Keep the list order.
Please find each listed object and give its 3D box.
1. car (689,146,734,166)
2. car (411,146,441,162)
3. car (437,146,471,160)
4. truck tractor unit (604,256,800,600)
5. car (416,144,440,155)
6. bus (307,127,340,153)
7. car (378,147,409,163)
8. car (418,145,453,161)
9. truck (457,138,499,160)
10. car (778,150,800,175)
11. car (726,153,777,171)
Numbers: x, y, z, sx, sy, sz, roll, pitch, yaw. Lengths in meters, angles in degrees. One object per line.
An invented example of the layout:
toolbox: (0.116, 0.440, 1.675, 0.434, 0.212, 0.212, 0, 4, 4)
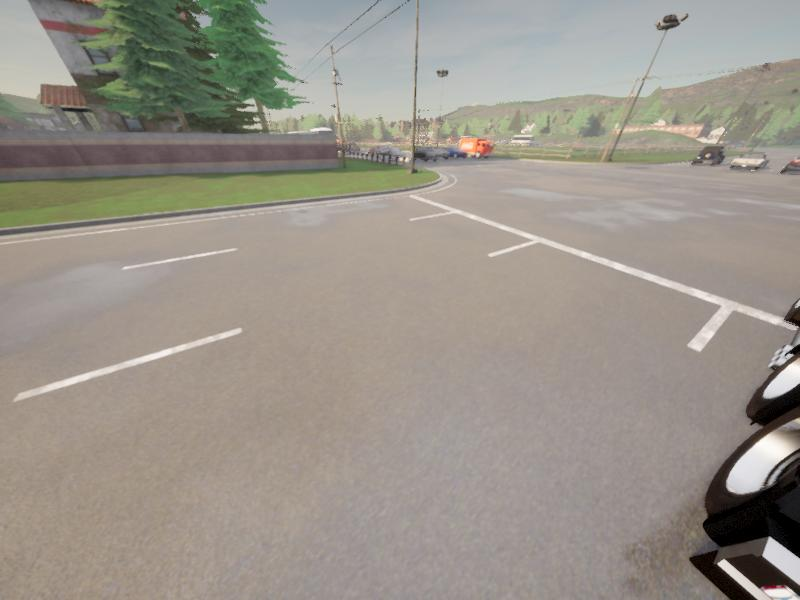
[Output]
car: (36.337, -16.875, 26.963, 3.866, 1.878, 1.905, -19, 39, -25)
car: (3.220, -18.623, 29.489, 1.789, 1.549, 3.705, -19, 39, -25)
car: (7.883, -21.909, 34.274, 1.882, 1.535, 5.008, -19, 39, -25)
truck tractor unit: (5.096, -0.315, 0.810, 6.516, 4.208, 3.053, -19, 39, -25)
car: (5.214, -28.266, 43.408, 2.007, 1.525, 4.514, -19, 39, -25)
bus: (-16.951, -35.124, 50.702, 3.944, 4.253, 10.273, -17, 39, -23)
car: (-0.867, -18.586, 29.498, 1.812, 1.442, 4.674, -19, 39, -25)
car: (4.885, -20.925, 32.758, 2.152, 1.651, 5.027, -19, 39, -25)
truck: (11.516, -22.716, 34.645, 2.627, 2.467, 5.204, -19, 39, -25)
car: (36.198, -12.084, 20.258, 4.611, 1.667, 2.242, -19, 39, -25)
car: (35.805, -14.125, 23.522, 4.718, 1.301, 1.895, -19, 39, -25)
